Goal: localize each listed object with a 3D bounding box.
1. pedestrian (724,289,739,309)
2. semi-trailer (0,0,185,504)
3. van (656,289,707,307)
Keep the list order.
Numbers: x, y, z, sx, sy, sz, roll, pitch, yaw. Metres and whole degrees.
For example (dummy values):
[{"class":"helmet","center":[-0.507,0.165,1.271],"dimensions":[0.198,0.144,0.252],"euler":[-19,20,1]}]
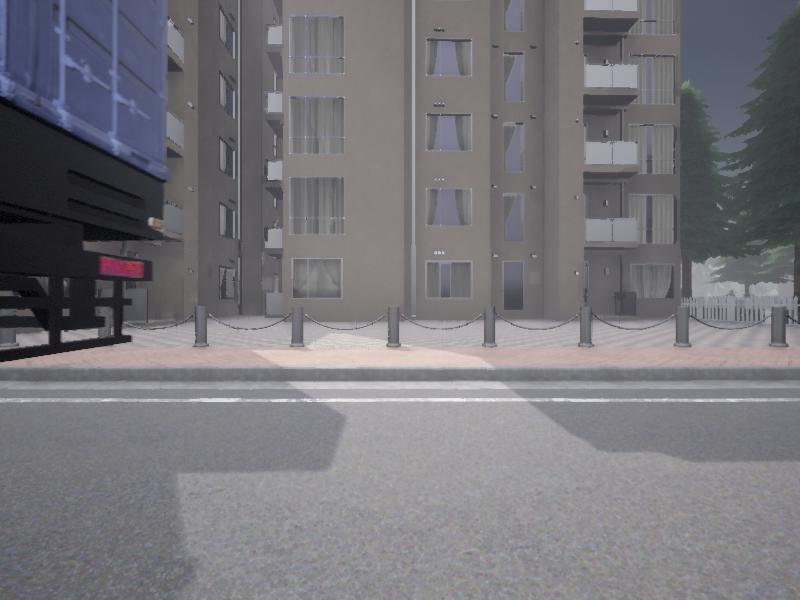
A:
[{"class":"pedestrian","center":[31.315,-0.100,37.788],"dimensions":[0.751,1.860,0.751],"euler":[0,0,-4]},{"class":"semi-trailer","center":[-9.038,-1.217,2.187],"dimensions":[14.254,4.402,2.717],"euler":[0,0,0]},{"class":"van","center":[40.253,-0.277,57.331],"dimensions":[5.915,2.561,1.988],"euler":[0,0,-1]}]
